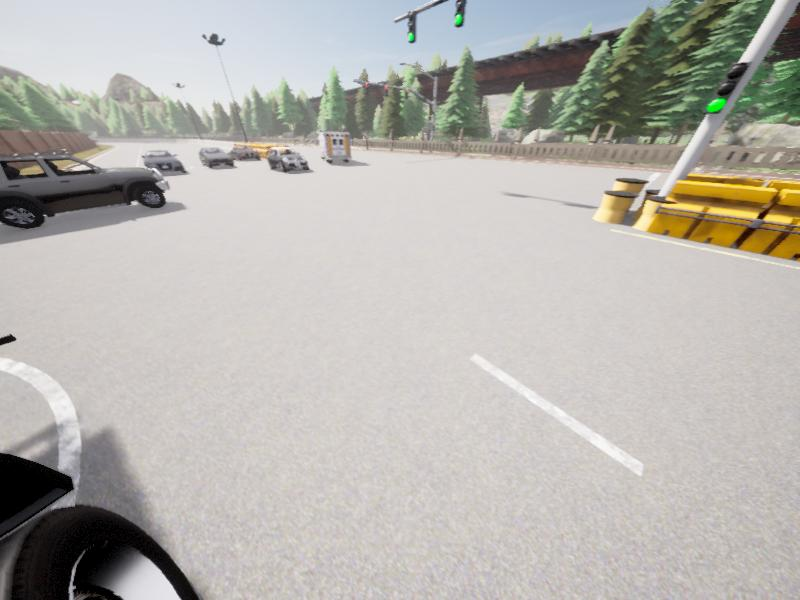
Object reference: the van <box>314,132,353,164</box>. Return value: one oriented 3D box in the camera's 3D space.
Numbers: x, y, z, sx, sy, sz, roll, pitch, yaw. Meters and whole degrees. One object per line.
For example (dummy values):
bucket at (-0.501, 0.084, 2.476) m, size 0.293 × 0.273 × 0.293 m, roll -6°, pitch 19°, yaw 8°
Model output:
van at (-6.915, -15.620, 23.610) m, size 2.351 × 2.431 × 6.366 m, roll -14°, pitch 38°, yaw -21°

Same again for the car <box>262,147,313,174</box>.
car at (-8.462, -10.521, 17.292) m, size 1.970 × 1.475 × 3.806 m, roll -28°, pitch 44°, yaw -33°

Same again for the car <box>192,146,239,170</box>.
car at (-15.849, -12.218, 19.738) m, size 2.033 × 1.411 × 5.357 m, roll -28°, pitch 44°, yaw -33°

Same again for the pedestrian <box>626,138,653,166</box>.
pedestrian at (19.532, -12.099, 18.853) m, size 0.751 × 1.860 × 0.751 m, roll -28°, pitch 44°, yaw -33°

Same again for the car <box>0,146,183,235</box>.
car at (-10.660, -3.767, 7.515) m, size 1.932 × 1.855 × 4.605 m, roll 25°, pitch 43°, yaw 31°

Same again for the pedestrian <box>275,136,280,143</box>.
pedestrian at (-35.809, -46.908, 67.516) m, size 0.751 × 1.860 × 0.751 m, roll -29°, pitch 45°, yaw -34°

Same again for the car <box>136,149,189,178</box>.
car at (-16.818, -9.789, 16.366) m, size 1.994 × 1.385 × 4.181 m, roll -28°, pitch 44°, yaw -33°

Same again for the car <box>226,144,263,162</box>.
car at (-16.576, -15.656, 24.564) m, size 1.994 × 1.385 × 4.181 m, roll -29°, pitch 44°, yaw -34°
